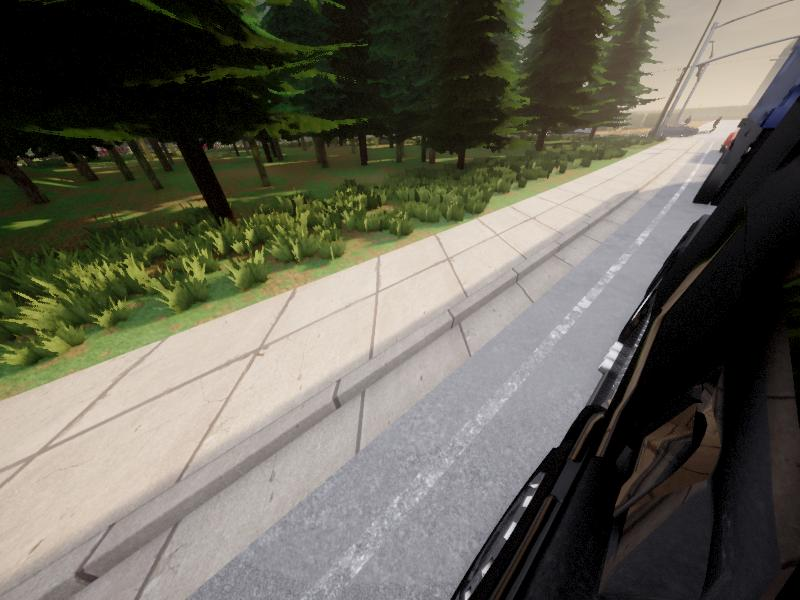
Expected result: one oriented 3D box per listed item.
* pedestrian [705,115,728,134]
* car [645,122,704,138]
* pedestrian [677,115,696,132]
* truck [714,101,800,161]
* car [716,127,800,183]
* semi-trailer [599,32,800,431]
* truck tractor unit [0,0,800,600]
[{"bbox_3d":[39.667,-22.002,28.981,0.751,1.860,0.751,11,39,18],"label":"pedestrian"},{"bbox_3d":[32.220,-19.948,27.183,1.994,1.385,4.181,-31,45,-33],"label":"car"},{"bbox_3d":[40.192,-24.768,32.388,0.751,1.860,0.751,17,41,24],"label":"pedestrian"},{"bbox_3d":[21.379,-9.912,13.485,5.204,2.467,2.627,-30,44,-31],"label":"truck"},{"bbox_3d":[15.883,-6.351,9.891,4.902,1.511,2.128,-29,44,-30],"label":"car"},{"bbox_3d":[8.645,-3.642,4.278,14.254,4.402,2.717,-29,44,-30],"label":"semi-trailer"},{"bbox_3d":[2.645,-0.295,0.351,6.516,4.208,3.053,-28,44,-30],"label":"truck tractor unit"}]
